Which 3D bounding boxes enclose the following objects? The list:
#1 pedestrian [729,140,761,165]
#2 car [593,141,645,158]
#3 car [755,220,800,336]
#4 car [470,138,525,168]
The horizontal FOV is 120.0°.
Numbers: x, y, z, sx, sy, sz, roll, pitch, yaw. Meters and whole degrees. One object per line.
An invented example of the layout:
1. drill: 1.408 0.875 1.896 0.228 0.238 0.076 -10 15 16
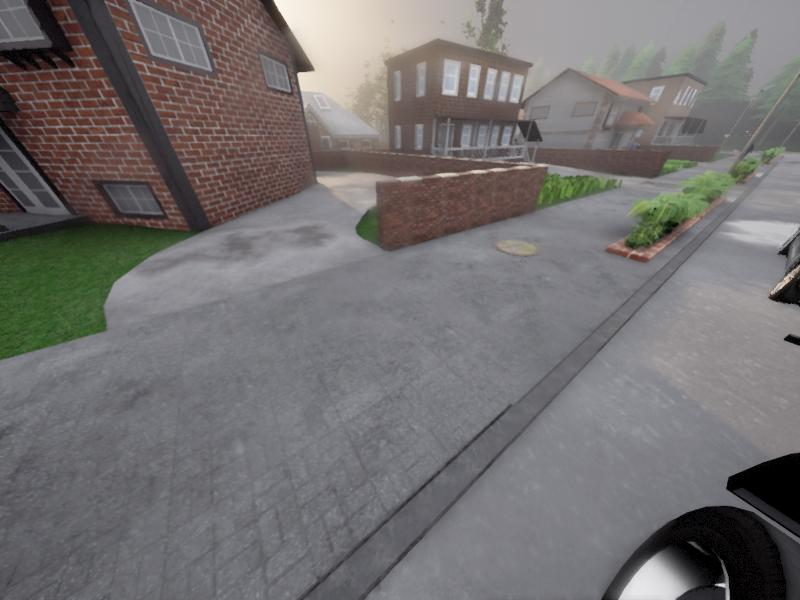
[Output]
1. pedestrian: 30.617 -13.091 20.514 0.751 1.860 0.751 -23 41 -28
2. car: 24.681 -17.099 26.145 1.845 1.501 3.633 -22 41 -28
3. car: 8.065 -0.791 3.579 5.238 1.638 1.930 -23 41 -27
4. car: 7.864 -11.996 18.709 3.866 1.878 1.905 -22 41 -28
